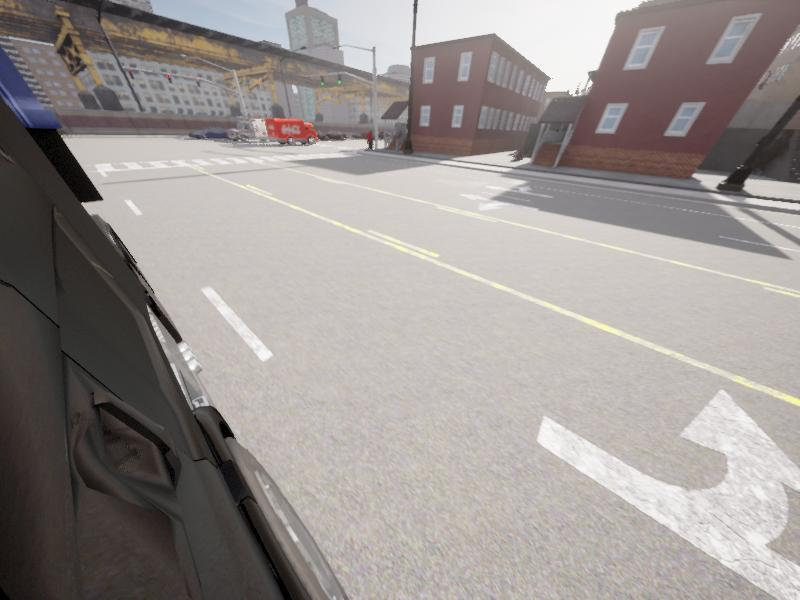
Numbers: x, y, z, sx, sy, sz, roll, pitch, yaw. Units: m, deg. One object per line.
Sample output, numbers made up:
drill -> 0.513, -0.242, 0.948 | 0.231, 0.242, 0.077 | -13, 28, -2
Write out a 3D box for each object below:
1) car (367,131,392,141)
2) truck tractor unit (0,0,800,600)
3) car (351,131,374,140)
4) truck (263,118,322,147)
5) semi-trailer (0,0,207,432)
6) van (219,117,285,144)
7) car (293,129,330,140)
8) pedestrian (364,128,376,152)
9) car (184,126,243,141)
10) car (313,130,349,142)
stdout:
car -> -3.817, -31.507, 44.373 | 1.837, 1.490, 4.892 | 28, 43, 30
truck tractor unit -> -2.645, -0.295, 0.351 | 6.516, 4.208, 3.053 | 28, 44, 30
car -> -7.339, -32.311, 45.333 | 1.994, 1.385, 4.181 | 28, 44, 30
truck -> -12.393, -19.585, 27.058 | 2.627, 2.467, 5.204 | 28, 44, 30
semi-trailer -> -9.060, -3.325, 3.846 | 14.254, 4.402, 2.717 | 24, 41, 26
van -> -18.064, -21.127, 28.809 | 2.351, 2.431, 6.366 | 18, 39, 20
car -> -14.517, -27.457, 38.371 | 2.033, 1.411, 5.357 | 28, 44, 30
pedestrian -> -2.819, -15.300, 22.121 | 0.751, 1.860, 0.751 | 27, 43, 29
car -> -23.666, -21.251, 29.495 | 2.033, 1.411, 5.357 | 28, 44, 30
car -> -11.058, -26.557, 37.379 | 2.033, 1.411, 5.357 | 28, 44, 30
